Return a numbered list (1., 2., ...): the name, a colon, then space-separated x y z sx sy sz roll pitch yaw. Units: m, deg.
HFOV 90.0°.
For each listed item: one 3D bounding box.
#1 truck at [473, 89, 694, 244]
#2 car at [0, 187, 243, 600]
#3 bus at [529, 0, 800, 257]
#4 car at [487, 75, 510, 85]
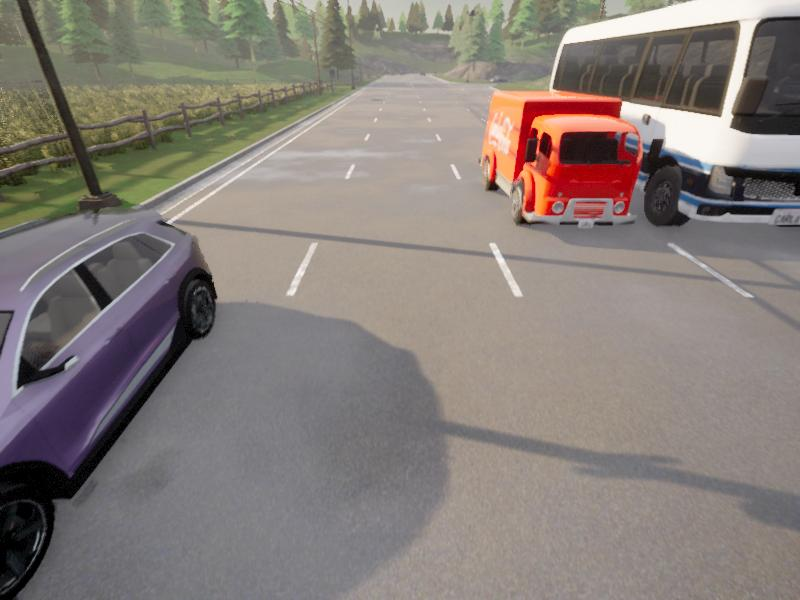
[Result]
1. truck: 3.580 -3.487 9.514 2.627 2.467 5.204 0 30 0
2. car: -3.444 0.435 3.642 2.033 1.649 4.856 0 30 0
3. bus: 7.210 -5.236 10.739 3.944 4.253 10.273 0 30 0
4. car: 19.147 -42.904 77.915 2.128 1.511 4.902 24 38 34
